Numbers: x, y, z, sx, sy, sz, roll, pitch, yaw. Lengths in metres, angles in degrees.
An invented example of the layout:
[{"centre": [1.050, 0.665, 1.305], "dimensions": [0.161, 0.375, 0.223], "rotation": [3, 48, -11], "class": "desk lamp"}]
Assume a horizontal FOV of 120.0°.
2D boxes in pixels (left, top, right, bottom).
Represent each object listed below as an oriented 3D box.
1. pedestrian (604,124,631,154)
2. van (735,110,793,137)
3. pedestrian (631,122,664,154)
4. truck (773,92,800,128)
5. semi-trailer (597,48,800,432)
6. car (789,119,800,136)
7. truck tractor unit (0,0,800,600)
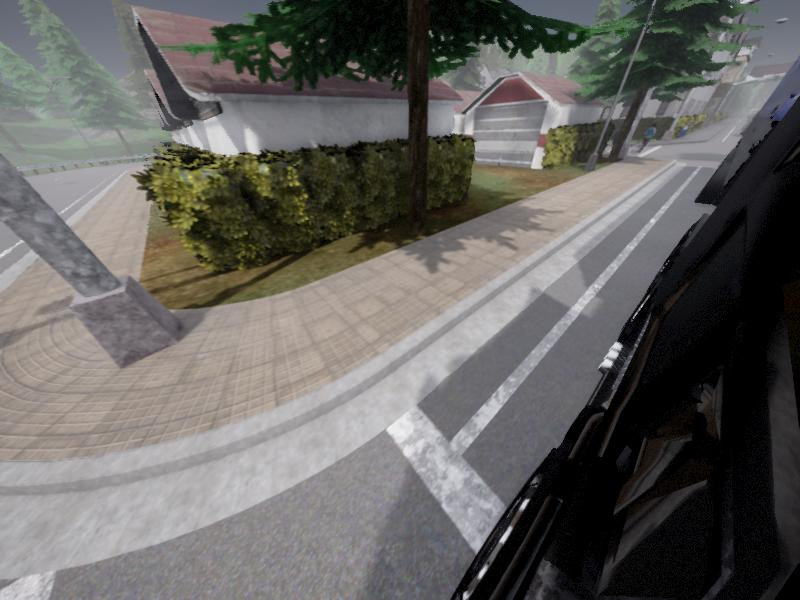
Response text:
[{"centre": [16.606, -12.278, 17.663], "dimensions": [0.751, 1.860, 0.751], "rotation": [-31, 45, -32], "class": "pedestrian"}, {"centre": [36.627, -17.897, 23.419], "dimensions": [4.480, 2.038, 2.069], "rotation": [-32, 46, -33], "class": "van"}, {"centre": [18.199, -11.890, 17.014], "dimensions": [0.751, 1.860, 0.751], "rotation": [-18, 39, -19], "class": "pedestrian"}, {"centre": [54.959, -25.793, 31.256], "dimensions": [8.468, 3.827, 2.891], "rotation": [-28, 44, -30], "class": "truck"}, {"centre": [8.711, -3.594, 4.220], "dimensions": [14.254, 4.402, 2.717], "rotation": [-28, 45, -30], "class": "semi-trailer"}, {"centre": [40.793, -17.162, 22.518], "dimensions": [5.027, 1.651, 2.152], "rotation": [-29, 44, -30], "class": "car"}, {"centre": [2.645, -0.295, 0.351], "dimensions": [6.516, 4.208, 3.053], "rotation": [-28, 44, -30], "class": "truck tractor unit"}]
